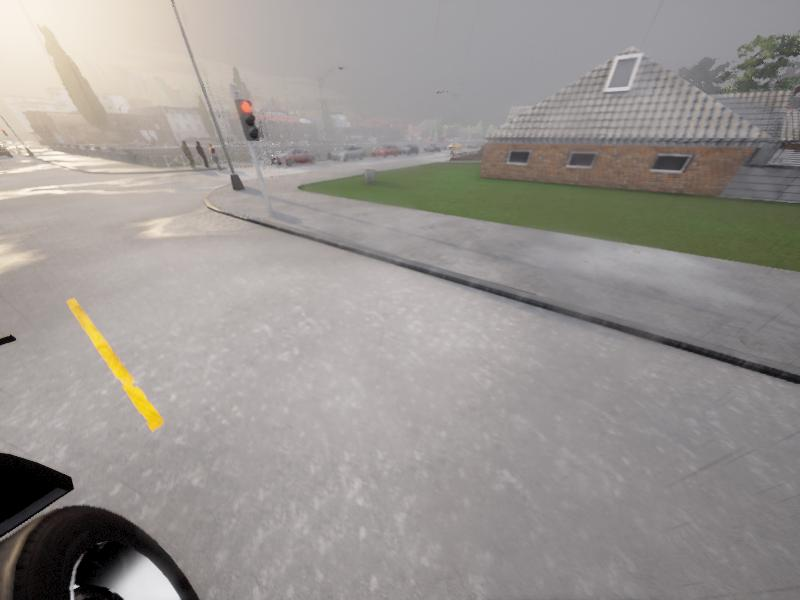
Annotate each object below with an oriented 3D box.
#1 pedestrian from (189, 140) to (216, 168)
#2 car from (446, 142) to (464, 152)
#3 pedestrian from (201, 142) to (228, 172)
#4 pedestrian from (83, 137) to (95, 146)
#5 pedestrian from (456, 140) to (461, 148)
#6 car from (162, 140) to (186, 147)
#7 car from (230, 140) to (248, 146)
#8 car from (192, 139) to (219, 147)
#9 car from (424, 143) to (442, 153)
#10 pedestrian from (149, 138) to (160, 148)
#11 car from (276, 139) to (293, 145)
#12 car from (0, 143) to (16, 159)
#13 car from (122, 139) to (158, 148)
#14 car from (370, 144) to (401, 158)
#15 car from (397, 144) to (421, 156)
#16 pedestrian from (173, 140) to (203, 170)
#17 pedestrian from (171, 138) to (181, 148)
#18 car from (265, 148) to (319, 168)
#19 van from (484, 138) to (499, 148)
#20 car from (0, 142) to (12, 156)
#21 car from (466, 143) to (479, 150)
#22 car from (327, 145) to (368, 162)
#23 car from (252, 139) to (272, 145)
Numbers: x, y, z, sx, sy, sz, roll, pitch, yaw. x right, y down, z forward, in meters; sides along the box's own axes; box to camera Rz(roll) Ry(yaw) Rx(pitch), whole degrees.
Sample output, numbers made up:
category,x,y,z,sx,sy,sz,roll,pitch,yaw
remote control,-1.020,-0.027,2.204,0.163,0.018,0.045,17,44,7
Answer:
category,x,y,z,sx,sy,sz,roll,pitch,yaw
pedestrian,-15.794,-11.652,18.492,0.751,1.860,0.751,18,39,23
car,12.101,-33.611,50.660,1.882,1.535,5.008,20,40,26
pedestrian,-14.210,-10.982,17.767,0.751,1.860,0.751,15,37,19
pedestrian,-76.562,-39.025,56.854,0.751,1.860,0.751,-9,36,-14
pedestrian,15.282,-40.635,60.206,0.751,1.860,0.751,20,40,26
car,-58.429,-40.537,59.771,1.970,1.475,3.806,20,40,26
car,-49.640,-48.404,71.146,1.970,1.475,3.806,20,40,26
car,-54.477,-44.152,64.829,1.930,1.638,5.238,20,40,26
car,6.099,-28.223,42.914,1.845,1.501,3.633,20,40,26
pedestrian,-51.750,-33.155,48.772,0.751,1.860,0.751,20,39,25
car,-41.008,-56.250,82.230,2.033,1.649,4.856,20,40,26
car,-48.102,-17.775,27.438,4.193,1.474,1.816,20,40,26
car,-61.956,-37.429,55.173,2.152,1.651,5.027,20,40,26
car,-1.935,-21.011,32.541,2.007,1.525,4.514,20,40,26
car,1.471,-24.045,36.951,1.816,1.474,4.193,20,40,26
pedestrian,-16.223,-11.120,17.743,0.751,1.860,0.751,10,36,13
pedestrian,-51.407,-36.131,53.018,0.751,1.860,0.751,24,41,30
car,-10.125,-13.610,22.031,1.994,1.385,4.181,20,39,25
van,28.167,-48.395,71.140,2.351,2.431,6.366,20,40,26
car,-53.669,-19.863,30.302,4.974,1.542,2.038,20,40,26
car,18.548,-39.327,59.031,1.994,1.385,4.181,20,40,26
car,-6.052,-17.318,27.228,2.007,1.525,4.514,20,40,26
car,-45.526,-52.191,76.394,1.930,1.638,5.238,20,40,26
